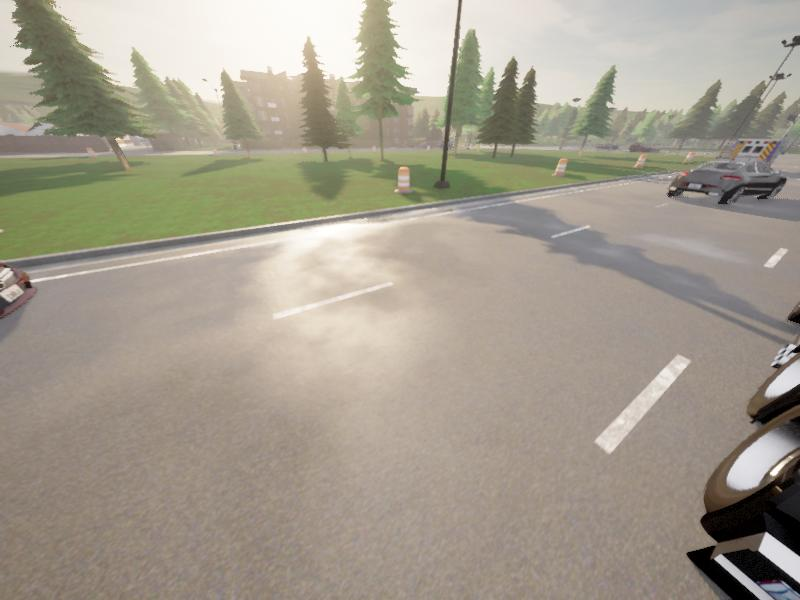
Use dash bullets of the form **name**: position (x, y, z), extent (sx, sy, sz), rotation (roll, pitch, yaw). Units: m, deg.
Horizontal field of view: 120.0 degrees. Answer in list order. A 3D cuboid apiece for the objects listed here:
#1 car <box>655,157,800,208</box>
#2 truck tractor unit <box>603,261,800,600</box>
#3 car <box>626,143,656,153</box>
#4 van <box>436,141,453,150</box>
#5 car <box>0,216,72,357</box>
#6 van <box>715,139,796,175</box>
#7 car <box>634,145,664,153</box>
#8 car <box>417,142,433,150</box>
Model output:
- **car**: position (15.195, -5.544, 10.664), extent (5.027, 1.651, 2.152), rotation (-11, 36, -16)
- **truck tractor unit**: position (5.101, -0.312, 0.785), extent (6.516, 4.208, 3.053), rotation (-19, 39, -24)
- **car**: position (54.769, -34.628, 52.523), extent (1.905, 1.878, 3.866), rotation (-18, 39, -24)
- **van**: position (12.139, -42.265, 63.069), extent (4.442, 1.987, 1.775), rotation (-18, 39, -24)
- **car**: position (-7.537, 0.346, 2.177), extent (4.674, 1.442, 1.812), rotation (-18, 39, -25)
- **van**: position (31.949, -12.985, 20.781), extent (6.366, 2.431, 2.351), rotation (-18, 39, -24)
- **car**: position (57.993, -35.208, 53.839), extent (1.994, 1.385, 4.181), rotation (-18, 39, -24)
- **car**: position (6.919, -42.722, 64.014), extent (3.988, 1.617, 1.851), rotation (-18, 39, -24)
